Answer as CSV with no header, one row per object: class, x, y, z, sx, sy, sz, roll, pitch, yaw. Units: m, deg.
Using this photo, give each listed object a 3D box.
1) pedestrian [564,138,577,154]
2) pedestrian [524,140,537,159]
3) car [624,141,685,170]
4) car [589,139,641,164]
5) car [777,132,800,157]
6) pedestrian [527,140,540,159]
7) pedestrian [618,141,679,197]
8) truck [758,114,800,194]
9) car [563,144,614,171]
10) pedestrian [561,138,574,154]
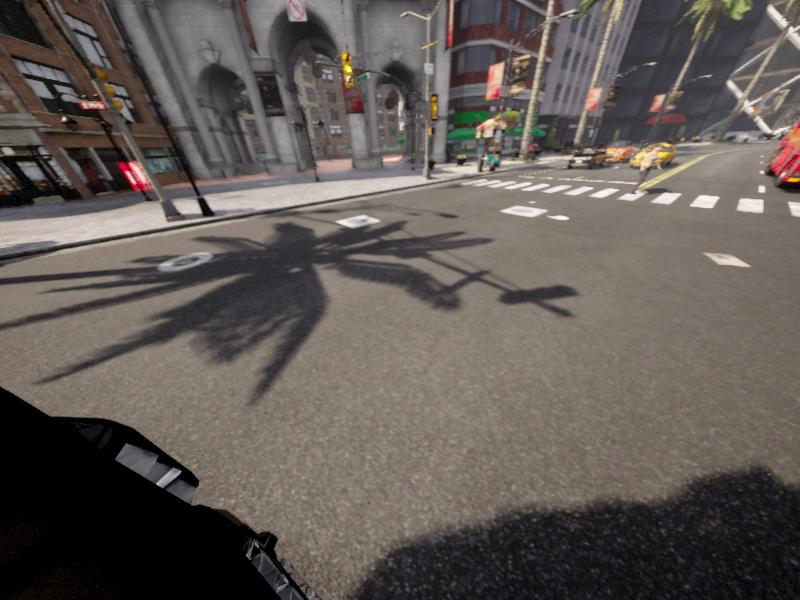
pedestrian,23.933,-21.536,32.387,0.751,1.860,0.751,-23,38,-27
pedestrian,15.895,-18.253,28.103,0.751,1.860,0.751,-28,41,-32
car,19.395,-11.043,17.555,5.366,1.575,1.801,-25,40,-30
car,20.296,-14.036,21.788,4.553,1.767,2.097,-25,40,-30
car,35.083,-13.442,19.851,5.027,1.651,2.152,-23,39,-27
pedestrian,16.534,-18.581,28.545,0.751,1.860,0.751,-28,41,-32
pedestrian,9.971,-5.281,9.361,0.751,1.860,0.751,-5,34,-4
truck,18.769,-6.893,9.341,8.468,3.827,2.891,-28,41,-32
car,15.257,-11.552,18.680,3.705,1.549,1.789,-26,40,-30
pedestrian,23.814,-21.896,32.938,0.751,1.860,0.751,-23,39,-27
